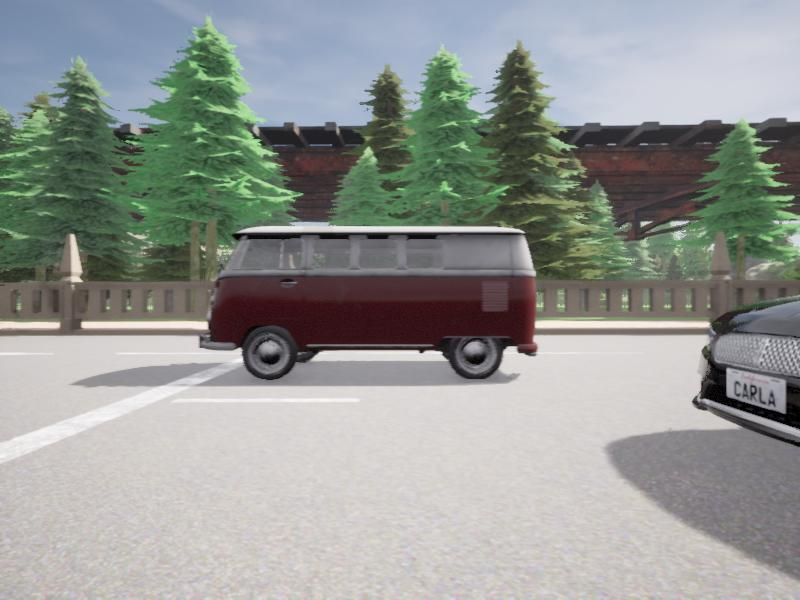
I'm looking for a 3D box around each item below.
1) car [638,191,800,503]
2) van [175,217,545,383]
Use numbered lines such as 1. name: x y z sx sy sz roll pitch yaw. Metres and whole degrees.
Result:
1. car: 4.393 0.230 2.201 4.902 1.511 2.128 0 0 0
2. van: -0.482 0.000 5.700 4.442 1.987 1.775 0 0 0
